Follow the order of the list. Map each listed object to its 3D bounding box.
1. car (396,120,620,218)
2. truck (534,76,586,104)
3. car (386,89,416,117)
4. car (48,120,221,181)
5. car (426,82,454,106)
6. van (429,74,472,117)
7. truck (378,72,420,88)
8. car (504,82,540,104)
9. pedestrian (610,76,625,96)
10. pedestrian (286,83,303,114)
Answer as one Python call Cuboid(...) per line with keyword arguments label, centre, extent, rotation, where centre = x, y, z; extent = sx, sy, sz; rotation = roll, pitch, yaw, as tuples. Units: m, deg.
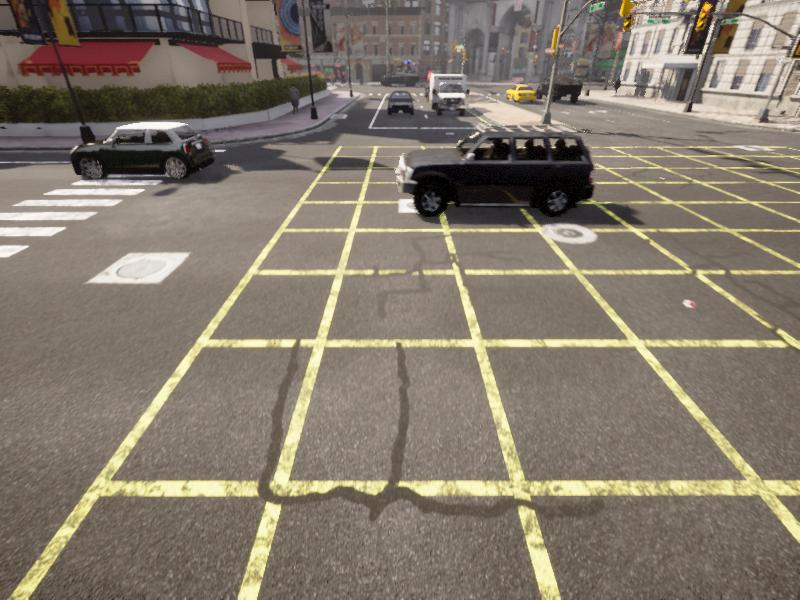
Cuboid(label="car", centre=(2.213, -3.159, 9.517), extent=(4.605, 1.855, 1.932), rotation=(0, 30, 0))
Cuboid(label="truck", centre=(15.072, -20.098, 38.204), extent=(2.390, 2.098, 6.274), rotation=(0, 30, 0))
Cuboid(label="car", centre=(0.056, -14.594, 29.508), extent=(2.033, 1.411, 5.357), rotation=(0, 30, 0))
Cuboid(label="car", centre=(-8.100, -4.736, 12.602), extent=(3.806, 1.475, 1.970), rotation=(0, 30, 0))
Cuboid(label="car", centre=(3.569, -18.803, 36.459), extent=(2.033, 1.649, 4.856), rotation=(0, 30, 0))
Cuboid(label="van", centre=(3.555, -15.270, 29.639), extent=(2.351, 2.431, 6.366), rotation=(0, 30, 0))
Cuboid(label="truck", centre=(-0.207, -35.747, 64.901), extent=(6.274, 2.098, 2.390), rotation=(10, 32, 17))
Cuboid(label="car", centre=(11.572, -19.925, 38.428), extent=(1.801, 1.575, 5.366), rotation=(0, 31, 0))
Cuboid(label="pedestrian", centre=(23.612, -23.221, 43.421), extent=(0.751, 1.860, 0.751), rotation=(3, 30, 5))
Cuboid(label="pedestrian", centre=(-7.164, -13.720, 27.205), extent=(0.751, 1.860, 0.751), rotation=(0, 30, 0))
